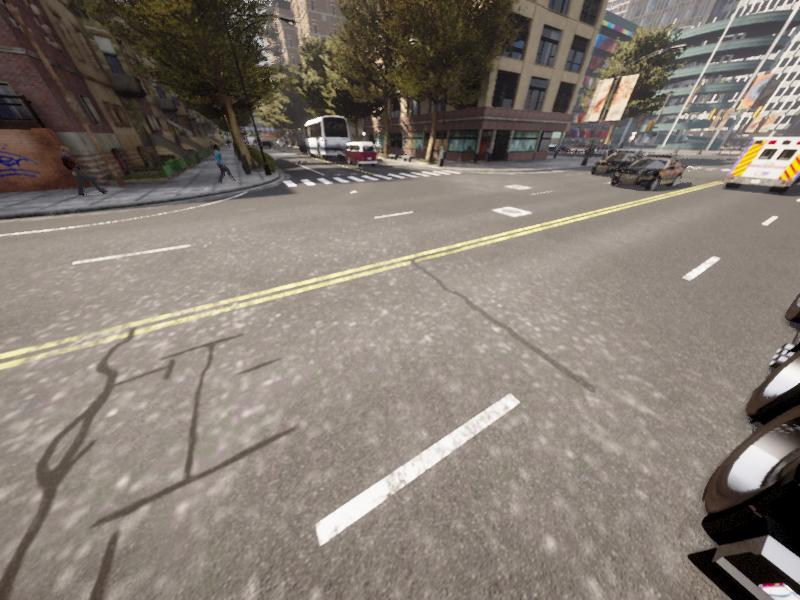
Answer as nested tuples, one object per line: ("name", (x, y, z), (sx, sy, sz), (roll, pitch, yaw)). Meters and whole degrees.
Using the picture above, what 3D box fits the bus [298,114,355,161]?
("bus", (-9.905, -21.091, 30.390), (3.944, 4.253, 10.273), (-18, 38, -25))

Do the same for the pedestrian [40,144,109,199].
("pedestrian", (-13.205, -5.255, 9.477), (0.751, 1.860, 0.751), (-25, 42, -31))

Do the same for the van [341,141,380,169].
("van", (-3.936, -14.467, 22.903), (2.069, 2.038, 4.480), (-18, 39, -25))

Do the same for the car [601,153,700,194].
("car", (14.372, -7.387, 13.258), (5.238, 1.638, 1.930), (-18, 39, -25))

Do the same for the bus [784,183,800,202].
("bus", (23.203, -6.800, 10.203), (10.273, 4.253, 3.944), (-18, 39, -25))

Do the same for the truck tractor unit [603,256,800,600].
("truck tractor unit", (5.094, -0.319, 0.793), (6.516, 4.208, 3.053), (-19, 39, -25))

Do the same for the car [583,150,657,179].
("car", (16.976, -10.564, 17.830), (5.238, 1.638, 1.930), (-18, 39, -24))

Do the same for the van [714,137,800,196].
("van", (21.404, -7.694, 13.069), (6.366, 2.431, 2.351), (-18, 39, -24))

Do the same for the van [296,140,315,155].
("van", (-16.654, -26.894, 40.643), (1.775, 1.987, 4.442), (-18, 39, -24))

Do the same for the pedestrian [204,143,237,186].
("pedestrian", (-9.495, -7.197, 12.289), (0.751, 1.860, 0.751), (-19, 39, -26))

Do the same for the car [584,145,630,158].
("car", (33.708, -24.312, 37.756), (2.038, 1.542, 4.974), (-19, 39, -25))

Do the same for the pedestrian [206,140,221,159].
("pedestrian", (-22.156, -17.849, 27.442), (0.751, 1.860, 0.751), (-22, 41, -29))
